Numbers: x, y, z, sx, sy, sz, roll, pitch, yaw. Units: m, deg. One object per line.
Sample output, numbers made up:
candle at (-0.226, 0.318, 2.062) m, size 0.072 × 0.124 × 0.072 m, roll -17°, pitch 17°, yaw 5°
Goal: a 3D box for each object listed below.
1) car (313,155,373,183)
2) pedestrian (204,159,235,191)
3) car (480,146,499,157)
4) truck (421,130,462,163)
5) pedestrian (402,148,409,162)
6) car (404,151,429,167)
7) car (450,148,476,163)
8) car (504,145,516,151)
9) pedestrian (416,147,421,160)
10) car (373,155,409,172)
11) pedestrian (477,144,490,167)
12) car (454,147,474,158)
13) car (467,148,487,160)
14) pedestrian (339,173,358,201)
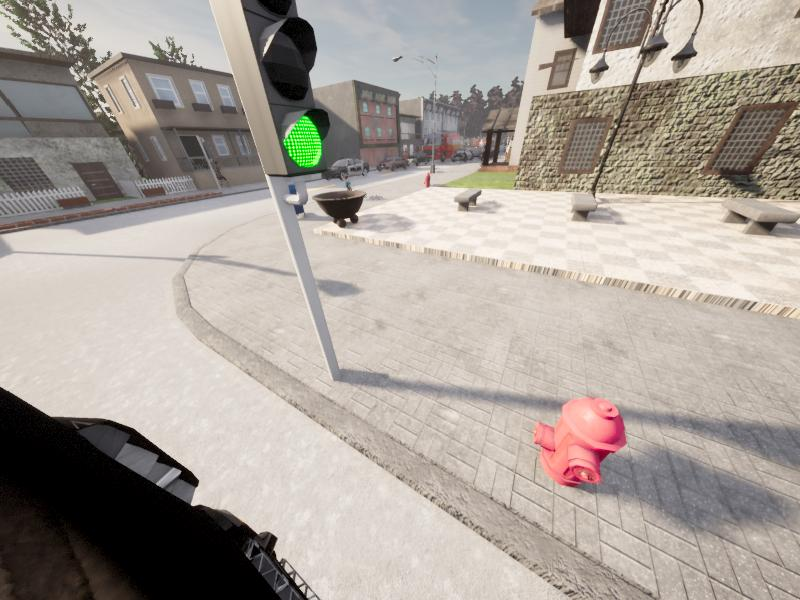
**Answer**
car at (-4.760, -11.597, 20.284) m, size 1.930 × 1.638 × 5.238 m, roll 15°, pitch 38°, yaw 25°
pedestrian at (-12.331, -8.560, 15.864) m, size 0.751 × 1.860 × 0.751 m, roll 10°, pitch 36°, yaw 19°
car at (17.136, -28.404, 44.128) m, size 2.033 × 1.411 × 5.357 m, roll 16°, pitch 38°, yaw 26°
truck at (6.464, -23.412, 35.233) m, size 2.891 × 3.827 × 8.468 m, roll 16°, pitch 38°, yaw 26°
pedestrian at (0.911, -22.954, 36.515) m, size 0.751 × 1.860 × 0.751 m, roll 12°, pitch 36°, yaw 21°
car at (2.191, -18.244, 29.836) m, size 1.789 × 1.549 × 3.705 m, roll 16°, pitch 38°, yaw 26°
car at (9.001, -20.513, 32.749) m, size 2.038 × 1.542 × 4.974 m, roll 16°, pitch 38°, yaw 26°
car at (29.130, -40.182, 61.025) m, size 1.895 × 1.301 × 4.718 m, roll 16°, pitch 38°, yaw 26°
pedestrian at (3.083, -25.000, 39.430) m, size 0.751 × 1.860 × 0.751 m, roll -4°, pitch 34°, yaw -2°
car at (-0.855, -15.208, 25.667) m, size 1.994 × 1.385 × 4.181 m, roll 16°, pitch 38°, yaw 26°
pedestrian at (8.308, -14.365, 23.016) m, size 0.751 × 1.860 × 0.751 m, roll 16°, pitch 38°, yaw 27°
car at (12.044, -27.831, 43.578) m, size 2.163 × 1.488 × 4.792 m, roll 16°, pitch 38°, yaw 26°
car at (12.638, -23.998, 37.864) m, size 1.994 × 1.385 × 4.181 m, roll 16°, pitch 38°, yaw 26°
pedestrian at (-2.392, -5.291, 10.851) m, size 0.500 × 1.100 × 0.500 m, roll 26°, pitch 43°, yaw 36°
